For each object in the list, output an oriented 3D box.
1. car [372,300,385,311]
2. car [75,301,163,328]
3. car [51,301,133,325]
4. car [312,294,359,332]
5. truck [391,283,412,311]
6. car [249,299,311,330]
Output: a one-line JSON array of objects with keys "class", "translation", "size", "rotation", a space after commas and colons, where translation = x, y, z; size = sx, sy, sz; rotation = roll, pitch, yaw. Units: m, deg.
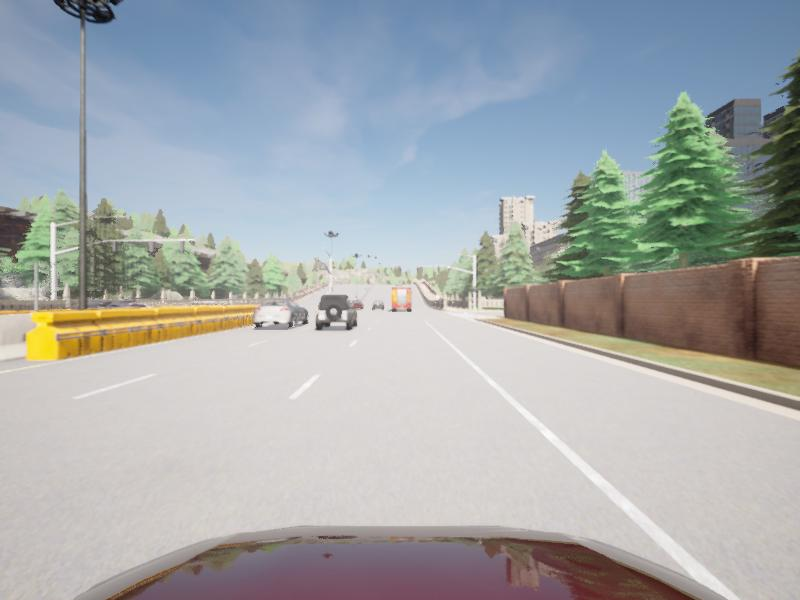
[{"class": "car", "translation": [-3.237, 0.789, 60.491], "size": [1.789, 1.549, 3.705], "rotation": [0, 1, 0]}, {"class": "car", "translation": [-17.402, 0.816, 25.167], "size": [2.038, 1.542, 4.974], "rotation": [0, 0, 0]}, {"class": "car", "translation": [-20.893, 0.830, 27.461], "size": [1.837, 1.490, 4.892], "rotation": [0, 0, 0]}, {"class": "car", "translation": [-3.416, 0.635, 21.896], "size": [1.905, 1.878, 3.866], "rotation": [0, 0, 0]}, {"class": "truck", "translation": [0.260, -0.350, 58.713], "size": [2.891, 3.827, 8.468], "rotation": [0, 0, 0]}, {"class": "car", "translation": [-6.910, 0.769, 23.680], "size": [2.152, 1.651, 5.027], "rotation": [0, 0, 0]}]
